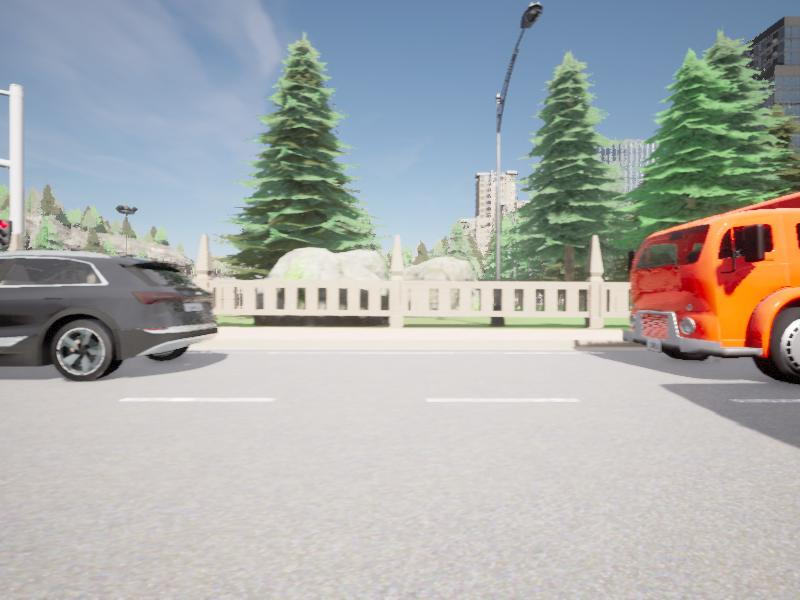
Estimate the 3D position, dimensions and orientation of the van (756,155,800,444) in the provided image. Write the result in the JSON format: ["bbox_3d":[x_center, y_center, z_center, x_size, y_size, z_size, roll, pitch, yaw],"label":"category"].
[{"bbox_3d":[4.972,0.004,2.198,4.442,1.987,1.775,0,0,0],"label":"van"}]

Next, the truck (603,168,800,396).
[{"bbox_3d":[6.193,-0.259,5.708,5.204,2.467,2.627,-2,0,-1],"label":"truck"}]

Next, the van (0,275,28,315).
[{"bbox_3d":[-26.132,-0.313,24.053,1.988,2.561,5.915,0,0,0],"label":"van"}]

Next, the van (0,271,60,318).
[{"bbox_3d":[-22.641,-0.308,22.471,1.988,2.561,5.915,0,0,0],"label":"van"}]

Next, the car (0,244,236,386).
[{"bbox_3d":[-5.181,0.170,5.704,4.856,1.649,2.033,0,0,0],"label":"car"}]
